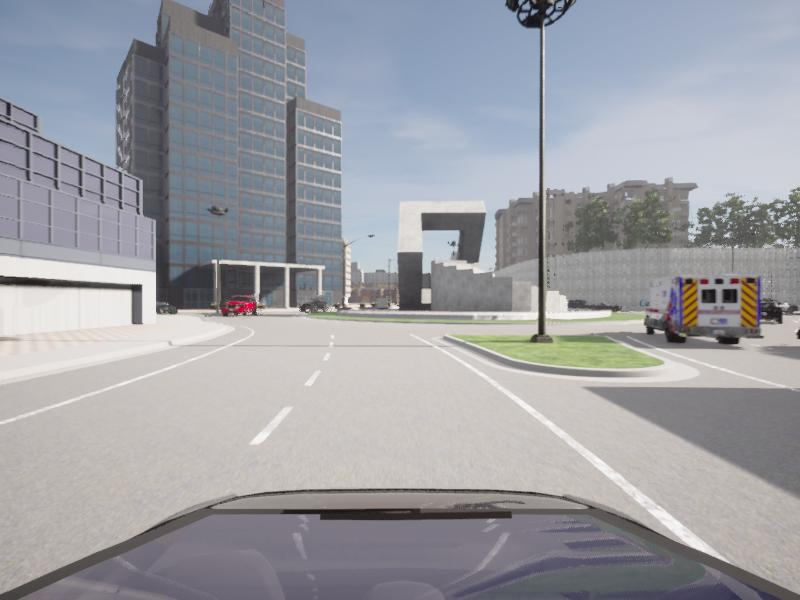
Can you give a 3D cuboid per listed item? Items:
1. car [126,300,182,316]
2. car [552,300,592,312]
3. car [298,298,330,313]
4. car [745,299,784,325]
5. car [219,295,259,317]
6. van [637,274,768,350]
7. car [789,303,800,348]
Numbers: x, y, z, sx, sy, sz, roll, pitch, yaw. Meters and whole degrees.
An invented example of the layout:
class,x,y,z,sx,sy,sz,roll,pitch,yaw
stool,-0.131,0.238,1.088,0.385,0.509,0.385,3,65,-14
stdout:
class,x,y,z,sx,sy,sz,roll,pitch,yaw
car,-25.747,0.826,41.875,4.974,1.542,2.038,0,0,12
car,24.683,0.773,57.613,2.033,1.649,4.856,0,0,-39
car,-10.715,0.645,50.125,1.905,1.878,3.866,0,0,26
car,25.760,0.769,28.405,1.930,1.638,5.238,0,0,41
car,-15.595,0.570,39.050,2.150,2.045,5.566,0,0,-6
van,11.596,0.377,16.059,2.351,2.431,6.366,0,0,19
car,13.824,0.853,11.619,1.816,1.474,4.193,0,0,16
